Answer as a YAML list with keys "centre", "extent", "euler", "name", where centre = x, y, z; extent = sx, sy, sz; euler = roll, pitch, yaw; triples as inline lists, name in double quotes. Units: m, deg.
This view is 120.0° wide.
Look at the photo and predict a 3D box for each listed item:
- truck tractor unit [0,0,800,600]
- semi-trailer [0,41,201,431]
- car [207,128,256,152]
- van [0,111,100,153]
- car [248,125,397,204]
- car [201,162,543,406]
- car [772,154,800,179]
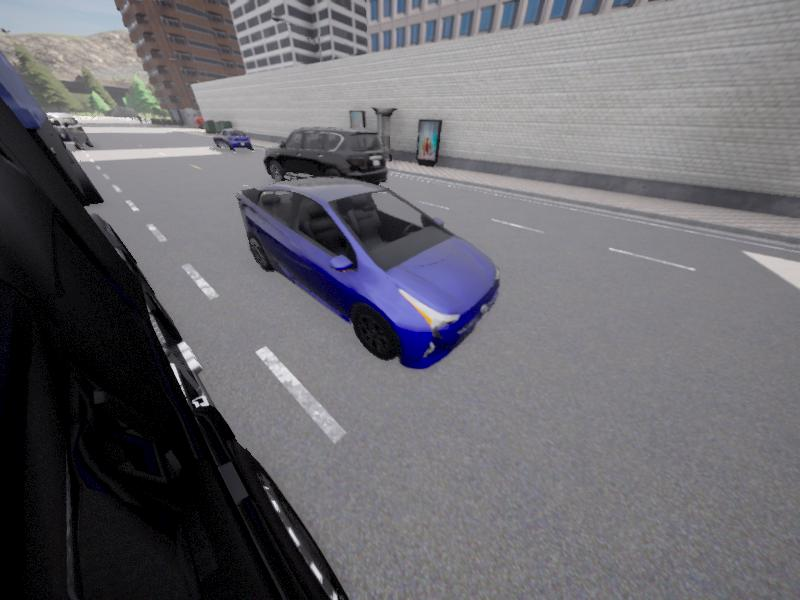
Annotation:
- centre: [-2.645, -0.295, 0.351]
  extent: [6.516, 4.208, 3.053]
  euler: [28, 44, 30]
  name: "truck tractor unit"
- centre: [-8.680, -3.626, 4.232]
  extent: [14.254, 4.402, 2.717]
  euler: [28, 44, 30]
  name: "semi-trailer"
- centre: [-14.470, -13.792, 19.848]
  extent: [4.193, 1.474, 1.816]
  euler: [28, 44, 30]
  name: "car"
- centre: [-22.850, -11.254, 15.453]
  extent: [2.069, 2.038, 4.480]
  euler: [-22, 43, -29]
  name: "van"
- centre: [-3.055, -5.586, 9.178]
  extent: [5.566, 2.045, 2.150]
  euler: [22, 41, 25]
  name: "car"
- centre: [-0.775, -0.936, 3.575]
  extent: [4.514, 1.525, 2.007]
  euler: [28, 44, 30]
  name: "car"
- centre: [36.133, -11.751, 20.380]
  extent: [2.033, 1.649, 4.856]
  euler: [28, 43, 30]
  name: "car"
